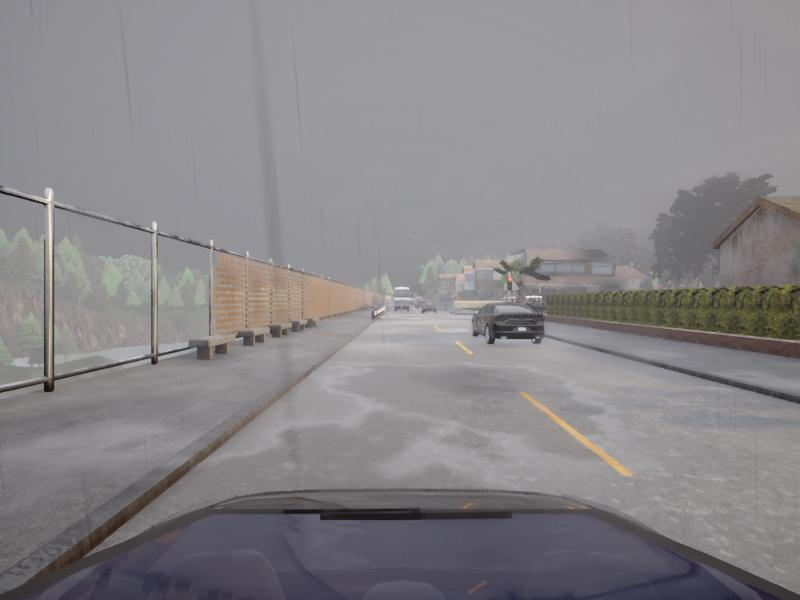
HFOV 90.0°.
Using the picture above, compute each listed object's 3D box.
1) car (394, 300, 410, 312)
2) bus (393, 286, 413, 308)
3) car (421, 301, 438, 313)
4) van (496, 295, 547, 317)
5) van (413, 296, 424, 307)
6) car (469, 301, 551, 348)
[{"bbox_3d":[0.314,0.781,57.989,2.152,1.651,5.027,0,0,2],"label":"car"},{"bbox_3d":[0.551,-0.539,83.810,3.944,4.253,10.273,0,0,0],"label":"bus"},{"bbox_3d":[3.829,0.895,51.428,2.033,1.411,5.357,0,0,5],"label":"car"},{"bbox_3d":[12.125,0.572,40.068,4.480,2.038,2.069,0,1,3],"label":"van"},{"bbox_3d":[4.506,0.373,98.314,2.351,2.431,6.366,0,0,0],"label":"van"},{"bbox_3d":[4.085,0.823,15.817,1.882,1.535,5.008,0,0,0],"label":"car"}]
